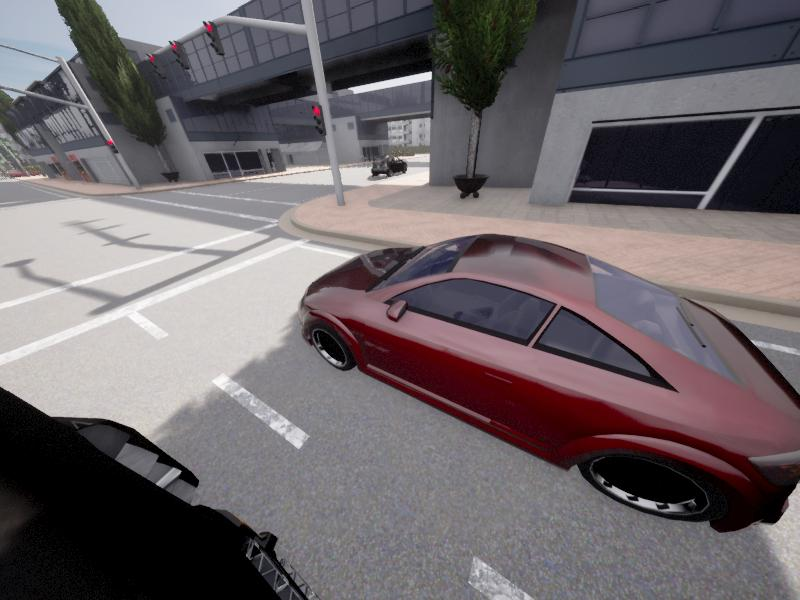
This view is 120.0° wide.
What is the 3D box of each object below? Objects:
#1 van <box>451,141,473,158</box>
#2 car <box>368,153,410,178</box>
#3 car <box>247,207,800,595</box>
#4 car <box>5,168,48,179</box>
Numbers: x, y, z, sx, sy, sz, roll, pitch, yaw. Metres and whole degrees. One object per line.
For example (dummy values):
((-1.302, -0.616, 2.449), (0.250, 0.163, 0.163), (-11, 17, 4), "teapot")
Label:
((11.981, -29.004, 44.395), (1.988, 2.561, 5.915), (16, 38, 26), "van")
((-0.871, -12.134, 20.827), (1.851, 1.617, 3.988), (16, 38, 26), "car")
((0.773, 0.073, 2.537), (4.181, 1.385, 1.994), (16, 38, 26), "car")
((-83.835, -28.492, 51.890), (2.242, 1.667, 4.611), (15, 38, 25), "car")
